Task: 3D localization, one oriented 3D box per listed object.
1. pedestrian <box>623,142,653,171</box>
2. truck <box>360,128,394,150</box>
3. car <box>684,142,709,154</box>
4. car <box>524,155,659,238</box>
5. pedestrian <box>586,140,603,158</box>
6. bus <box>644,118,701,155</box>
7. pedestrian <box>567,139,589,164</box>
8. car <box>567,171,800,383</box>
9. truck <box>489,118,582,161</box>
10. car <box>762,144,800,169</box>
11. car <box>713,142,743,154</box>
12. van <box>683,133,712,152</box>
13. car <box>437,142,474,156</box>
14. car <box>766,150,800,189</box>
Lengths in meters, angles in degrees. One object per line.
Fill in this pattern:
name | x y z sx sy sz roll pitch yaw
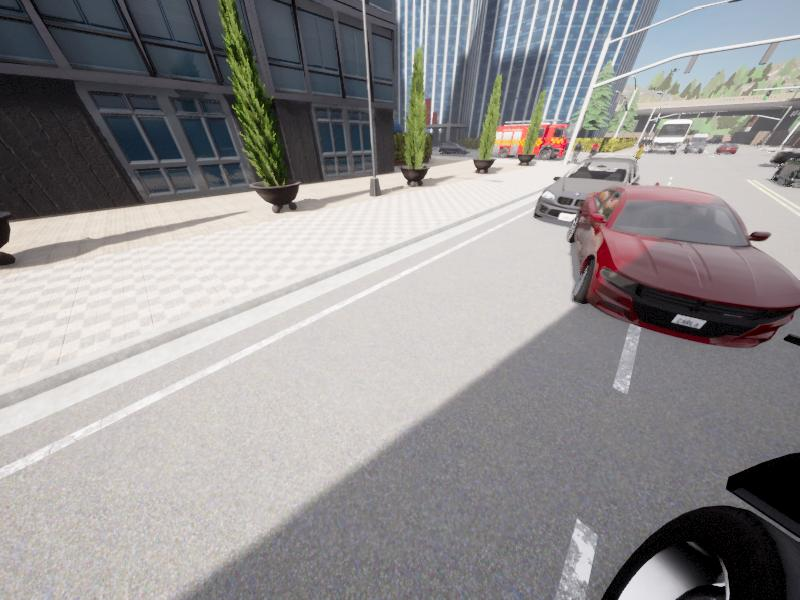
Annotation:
pedestrian | 18.195 -10.973 17.709 0.751 1.860 0.751 17 39 23
truck | -5.323 -36.820 52.961 8.468 3.827 2.891 29 45 35
car | 46.312 -23.828 36.157 1.812 1.442 4.674 30 45 35
car | 6.486 -3.751 7.757 4.611 1.667 2.242 -30 44 -35
pedestrian | 23.833 -18.479 28.330 0.751 1.860 0.751 7 36 11
bus | 43.186 -25.920 36.716 3.944 4.253 10.273 30 45 35
pedestrian | 16.226 -13.549 21.120 0.751 1.860 0.751 -20 39 -25
car | 4.545 -1.220 4.278 1.882 1.535 5.008 18 39 24
truck | 15.828 -19.294 27.889 2.891 3.827 8.468 -30 44 -35
car | 33.883 -11.303 18.285 5.238 1.638 1.930 29 44 35
car | 50.678 -23.524 35.755 4.181 1.385 1.994 -30 45 -35
van | 51.762 -27.470 40.338 1.988 2.561 5.915 30 45 35
car | 8.212 -22.708 34.708 4.856 1.649 2.033 29 45 35
car | 22.235 -7.035 12.390 1.789 1.549 3.705 28 44 34
